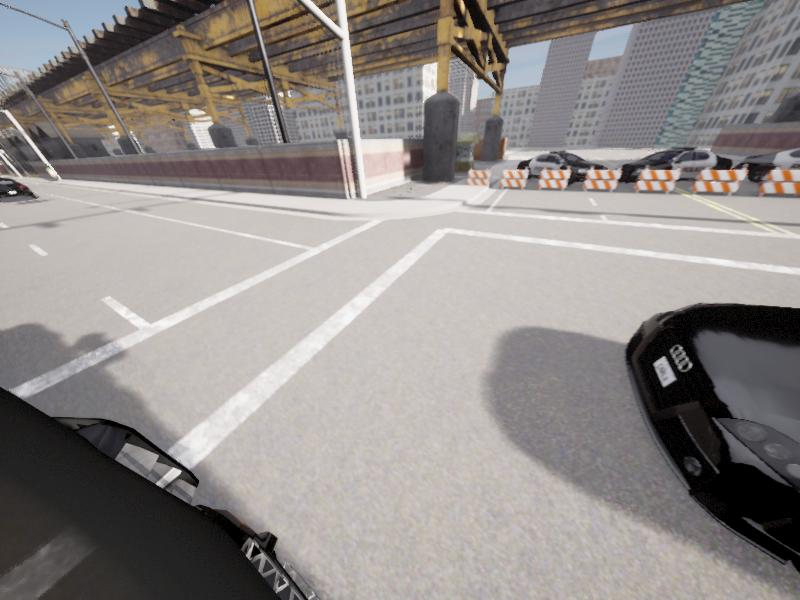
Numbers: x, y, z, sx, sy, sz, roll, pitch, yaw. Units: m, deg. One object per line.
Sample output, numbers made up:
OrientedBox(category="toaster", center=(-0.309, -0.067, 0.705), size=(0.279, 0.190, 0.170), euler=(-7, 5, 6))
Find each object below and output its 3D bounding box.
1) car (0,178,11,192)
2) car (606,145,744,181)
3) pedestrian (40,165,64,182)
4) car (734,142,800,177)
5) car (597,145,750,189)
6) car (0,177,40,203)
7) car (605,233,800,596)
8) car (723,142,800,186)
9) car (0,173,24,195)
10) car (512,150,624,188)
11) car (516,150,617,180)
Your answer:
OrientedBox(category="car", center=(-43.761, -12.253, 24.266), size=(4.902, 1.511, 2.128), euler=(15, 38, 25))
OrientedBox(category="car", center=(13.388, -6.843, 11.472), size=(4.536, 1.218, 1.853), euler=(-6, 34, -5))
OrientedBox(category="pedestrian", center=(-45.987, -16.759, 30.562), size=(0.751, 1.860, 0.751), euler=(3, 34, 8))
OrientedBox(category="car", center=(18.375, -5.968, 9.784), size=(1.853, 1.218, 4.536), euler=(-21, 38, -25))
OrientedBox(category="car", center=(13.344, -6.706, 11.555), size=(4.974, 1.542, 2.038), euler=(-6, 34, -5))
OrientedBox(category="car", center=(-29.729, -8.365, 17.433), size=(4.674, 1.442, 1.812), euler=(15, 38, 26))
OrientedBox(category="car", center=(3.965, 0.932, 1.002), size=(4.181, 1.385, 1.994), euler=(15, 38, 25))
OrientedBox(category="car", center=(18.410, -5.814, 9.834), size=(2.038, 1.542, 4.974), euler=(-21, 38, -25))
OrientedBox(category="car", center=(-37.835, -10.690, 21.329), size=(4.611, 1.667, 2.242), euler=(15, 38, 25))
OrientedBox(category="car", center=(9.318, -7.806, 13.510), size=(2.038, 1.542, 4.974), euler=(-12, 35, -13))
OrientedBox(category="car", center=(9.296, -7.964, 13.464), size=(1.853, 1.218, 4.536), euler=(-12, 35, -13))
